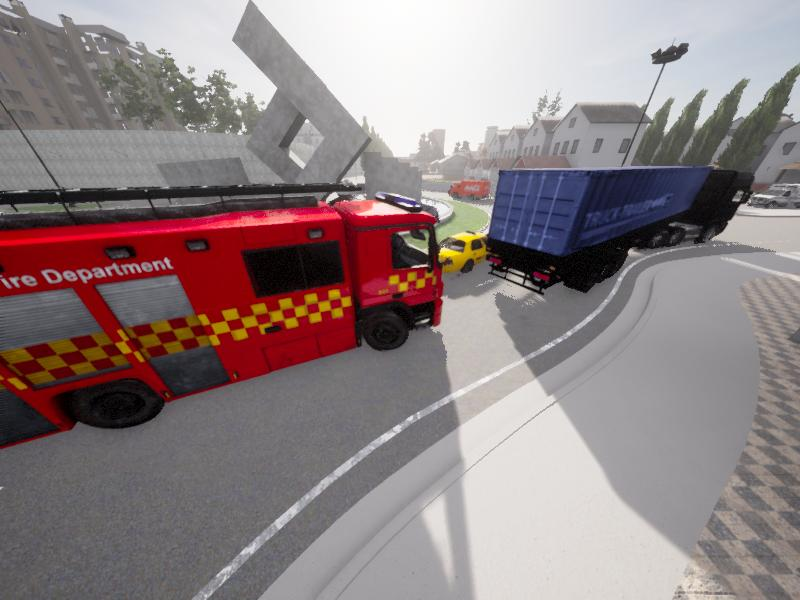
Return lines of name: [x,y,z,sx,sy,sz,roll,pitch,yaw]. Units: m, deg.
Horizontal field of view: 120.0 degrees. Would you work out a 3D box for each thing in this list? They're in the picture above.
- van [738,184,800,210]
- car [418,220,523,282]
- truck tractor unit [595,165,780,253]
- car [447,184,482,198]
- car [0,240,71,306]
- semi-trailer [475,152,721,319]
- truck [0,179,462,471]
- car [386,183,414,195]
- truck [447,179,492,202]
van: [43.947,-11.749,26.233,6.366,2.431,2.351,0,30,0]
car: [3.504,-2.583,11.202,5.366,1.575,1.801,-21,36,-32]
truck tractor unit: [16.551,-5.616,13.811,6.516,4.208,3.053,-8,31,-13]
car: [10.185,-17.496,36.989,4.856,1.649,2.033,26,39,37]
car: [-15.485,-1.105,8.856,4.181,1.385,1.994,13,32,21]
semi-trailer: [9.678,-3.812,10.493,14.254,4.402,2.717,-18,34,-28]
truck: [-3.212,-0.435,5.239,8.468,3.827,2.891,-13,32,-21]
car: [-0.004,-19.854,41.165,4.974,1.542,2.038,26,39,37]
truck: [9.810,-15.724,33.093,5.204,2.467,2.627,25,38,35]
